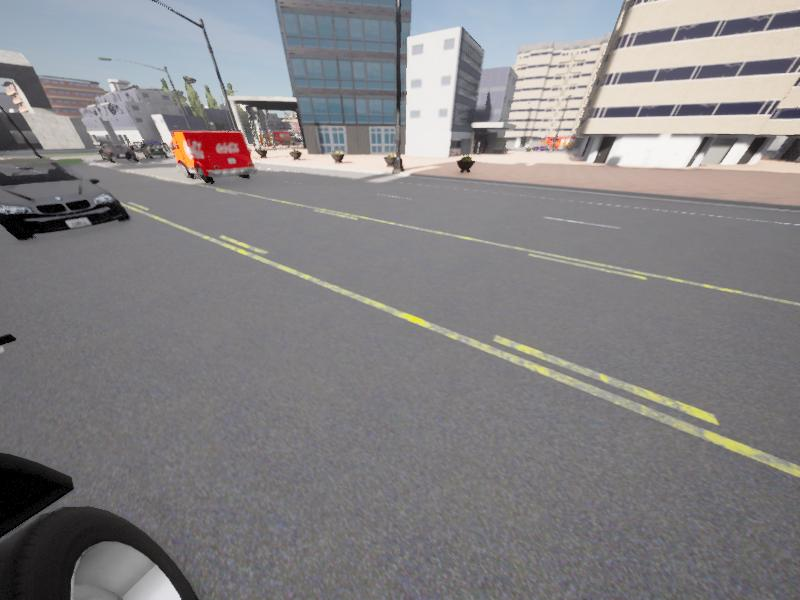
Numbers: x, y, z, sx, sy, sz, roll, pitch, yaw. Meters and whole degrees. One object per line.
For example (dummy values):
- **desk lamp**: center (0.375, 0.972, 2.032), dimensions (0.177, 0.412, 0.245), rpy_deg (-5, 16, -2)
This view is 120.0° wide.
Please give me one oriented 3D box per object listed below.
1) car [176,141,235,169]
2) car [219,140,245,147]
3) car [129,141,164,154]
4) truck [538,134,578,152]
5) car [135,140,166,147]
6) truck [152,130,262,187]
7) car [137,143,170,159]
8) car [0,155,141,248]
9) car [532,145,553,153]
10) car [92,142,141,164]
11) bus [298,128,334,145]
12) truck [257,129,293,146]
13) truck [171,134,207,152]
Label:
- **car**: center (-17.065, -12.801, 20.271), dimensions (4.605, 1.855, 1.932), rpy_deg (20, 40, 27)
- **car**: center (-43.131, -40.263, 59.294), dimensions (1.837, 1.490, 4.892), rpy_deg (28, 44, 34)
- **car**: center (-39.349, -23.775, 35.932), dimensions (1.789, 1.549, 3.705), rpy_deg (-8, 36, -12)
- **truck**: center (44.492, -44.438, 65.280), dimensions (8.468, 3.827, 2.891), rpy_deg (19, 39, 24)
- **car**: center (-58.452, -36.693, 54.180), dimensions (4.674, 1.442, 1.812), rpy_deg (-2, 35, -3)
- **truck**: center (-11.468, -8.615, 13.877), dimensions (5.204, 2.467, 2.627), rpy_deg (20, 40, 26)
- **car**: center (-29.737, -18.037, 27.876), dimensions (3.705, 1.549, 1.789), rpy_deg (26, 42, 32)
- **car**: center (-10.576, -3.195, 6.903), dimensions (4.611, 1.667, 2.242), rpy_deg (20, 40, 25)
- **car**: center (36.786, -39.109, 59.669), dimensions (4.193, 1.474, 1.816), rpy_deg (19, 39, 24)
- **car**: center (-29.275, -15.239, 23.863), dimensions (5.027, 1.651, 2.152), rpy_deg (24, 42, 30)
- **bus**: center (-26.680, -52.600, 74.487), dimensions (3.944, 4.253, 10.273), rpy_deg (19, 39, 25)
- **truck**: center (-36.108, -47.169, 67.103), dimensions (2.891, 3.827, 8.468), rpy_deg (19, 39, 25)
- **truck**: center (-37.542, -28.199, 41.413), dimensions (2.627, 2.467, 5.204), rpy_deg (-11, 37, -15)
